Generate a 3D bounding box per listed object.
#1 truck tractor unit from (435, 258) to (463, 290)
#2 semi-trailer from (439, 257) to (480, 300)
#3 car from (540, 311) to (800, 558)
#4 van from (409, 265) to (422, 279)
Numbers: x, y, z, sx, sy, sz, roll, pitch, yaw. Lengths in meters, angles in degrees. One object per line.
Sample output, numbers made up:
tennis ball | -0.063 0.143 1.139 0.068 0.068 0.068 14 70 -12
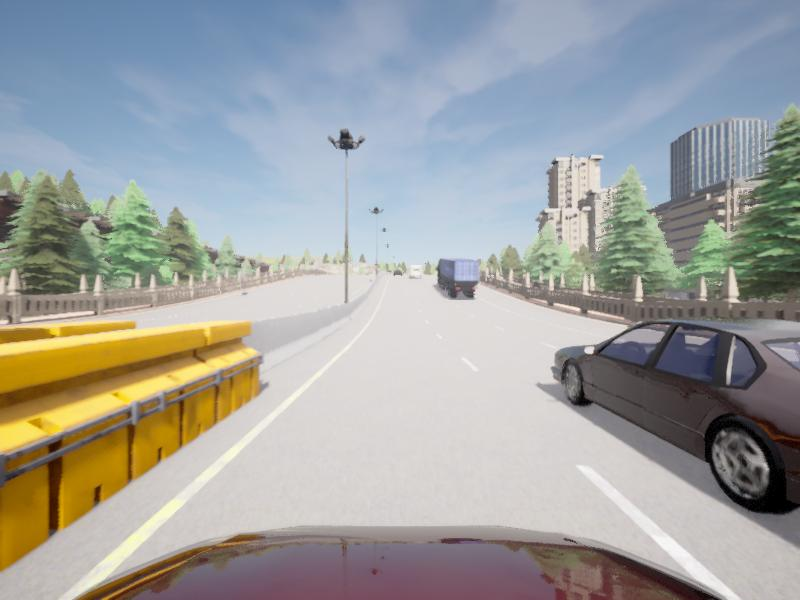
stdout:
truck tractor unit | 6.735 -3.770 55.879 3.053 4.208 6.516 0 7 0
semi-trailer | 6.782 -2.962 48.005 2.717 4.402 14.254 0 7 0
car | 3.501 0.901 4.410 2.033 1.411 5.357 0 0 0
van | 3.101 -5.612 79.841 2.351 2.431 6.366 0 7 0
